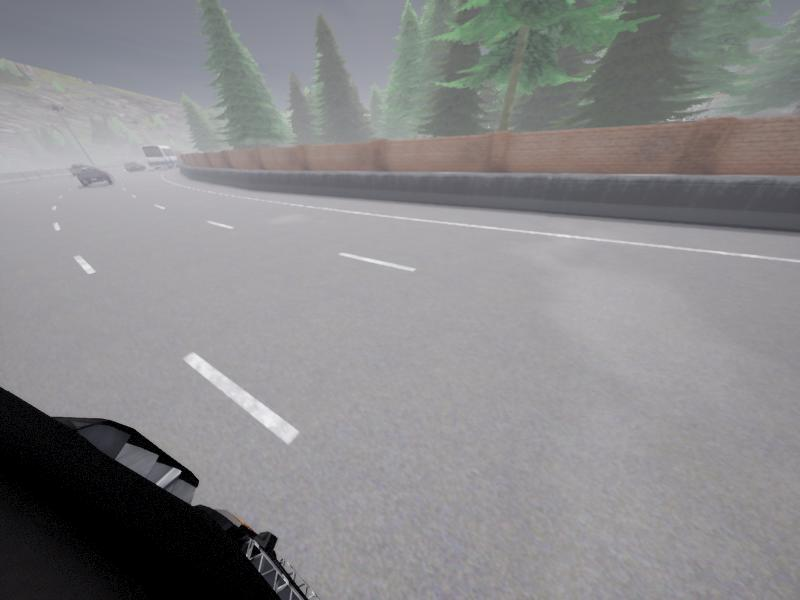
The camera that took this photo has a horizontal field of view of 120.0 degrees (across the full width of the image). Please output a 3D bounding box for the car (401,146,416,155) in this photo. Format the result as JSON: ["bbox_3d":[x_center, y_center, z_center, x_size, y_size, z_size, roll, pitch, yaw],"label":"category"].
[{"bbox_3d":[2.271,-41.397,63.945,2.097,1.767,4.553,-19,37,-23],"label":"car"}]

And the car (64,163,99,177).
[{"bbox_3d":[-56.898,-23.377,41.363,1.932,1.855,4.605,-21,38,-26],"label":"car"}]

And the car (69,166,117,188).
[{"bbox_3d":[-32.134,-13.084,24.382,2.152,1.651,5.027,-30,42,-34],"label":"car"}]

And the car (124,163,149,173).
[{"bbox_3d":[-51.589,-25.947,45.325,1.895,1.301,4.718,-20,38,-24],"label":"car"}]

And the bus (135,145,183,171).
[{"bbox_3d":[-51.804,-30.961,50.176,3.944,4.253,10.273,-19,37,-23],"label":"bus"}]

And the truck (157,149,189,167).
[{"bbox_3d":[-64.186,-40.446,65.647,2.891,3.827,8.468,-14,35,-15],"label":"truck"}]
